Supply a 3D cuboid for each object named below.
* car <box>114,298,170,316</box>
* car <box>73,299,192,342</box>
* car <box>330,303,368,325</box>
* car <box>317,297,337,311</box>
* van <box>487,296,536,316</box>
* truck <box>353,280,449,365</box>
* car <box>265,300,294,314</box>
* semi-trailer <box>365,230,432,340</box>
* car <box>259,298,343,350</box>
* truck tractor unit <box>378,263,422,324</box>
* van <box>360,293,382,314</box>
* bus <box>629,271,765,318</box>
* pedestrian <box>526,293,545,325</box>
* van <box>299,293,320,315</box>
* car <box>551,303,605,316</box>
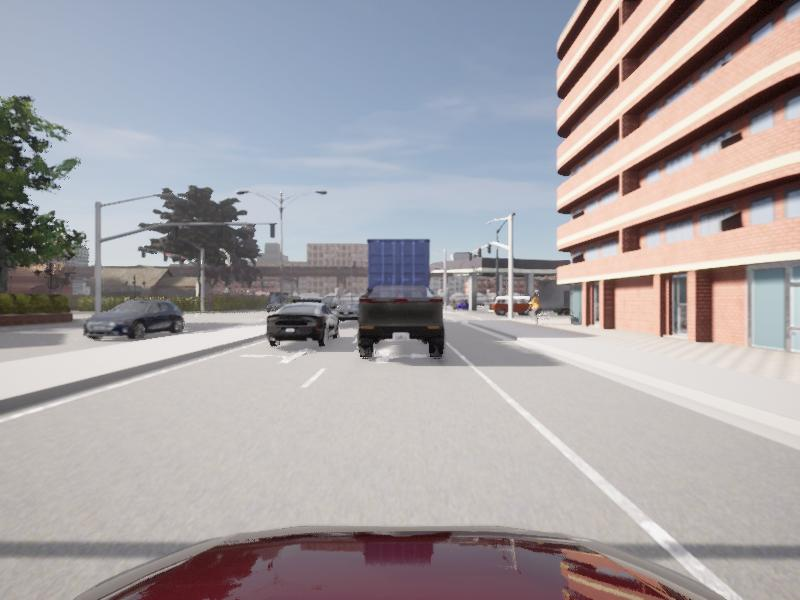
[{"bbox_3d":[-26.792,0.710,41.671,4.605,1.855,1.932,0,0,-1],"label":"car"},{"bbox_3d":[-11.511,0.802,17.745,2.033,1.649,4.856,0,0,0],"label":"car"},{"bbox_3d":[-3.520,0.934,28.625,2.033,1.411,5.357,0,0,0],"label":"car"},{"bbox_3d":[-11.547,0.656,63.386,2.150,2.045,5.566,0,0,0],"label":"car"},{"bbox_3d":[11.583,0.628,41.679,4.480,2.038,2.069,0,0,-2],"label":"van"},{"bbox_3d":[0.022,0.561,13.028,2.390,2.098,6.274,0,0,0],"label":"truck"},{"bbox_3d":[-15.037,0.849,50.220,2.152,1.651,5.027,0,0,0],"label":"car"},{"bbox_3d":[-0.040,-0.588,23.197,2.717,4.402,14.254,0,0,0],"label":"semi-trailer"},{"bbox_3d":[-3.512,0.792,15.303,1.930,1.638,5.238,0,-1,0],"label":"car"},{"bbox_3d":[-0.033,-0.481,31.111,3.053,4.208,6.516,0,0,0],"label":"truck tractor unit"},{"bbox_3d":[-3.536,0.445,49.903,2.351,2.431,6.366,0,0,0],"label":"van"},{"bbox_3d":[28.332,-0.482,38.571,10.273,4.253,3.944,0,0,-1],"label":"bus"},{"bbox_3d":[7.958,0.501,23.491,0.751,1.860,0.751,0,0,-36],"label":"pedestrian"},{"bbox_3d":[-10.693,0.442,47.511,2.351,2.431,6.366,0,0,-12],"label":"van"},{"bbox_3d":[18.508,1.000,41.752,4.718,1.301,1.895,0,0,-1],"label":"car"}]
